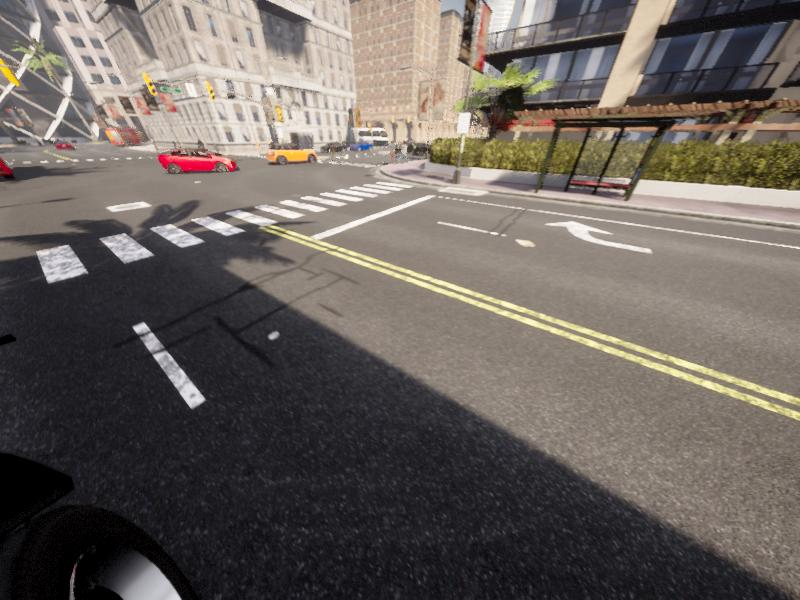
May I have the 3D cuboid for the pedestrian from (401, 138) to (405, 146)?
[{"bbox_3d":[0.941,-44.953,65.903,0.751,1.860,0.751,25,42,30],"label":"pedestrian"}]

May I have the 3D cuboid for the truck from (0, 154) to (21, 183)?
[{"bbox_3d":[-26.153,-9.111,13.211,8.468,3.827,2.891,22,41,28],"label":"truck"}]

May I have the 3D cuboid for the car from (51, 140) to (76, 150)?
[{"bbox_3d":[-59.955,-27.633,41.207,4.181,1.385,1.994,27,43,33],"label":"car"}]

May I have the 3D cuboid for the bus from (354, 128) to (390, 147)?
[{"bbox_3d":[-8.203,-47.706,67.673,10.273,4.253,3.944,22,40,27],"label":"bus"}]

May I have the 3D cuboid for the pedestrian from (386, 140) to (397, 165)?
[{"bbox_3d":[-0.743,-13.385,20.927,0.751,1.860,0.751,17,39,22],"label":"pedestrian"}]

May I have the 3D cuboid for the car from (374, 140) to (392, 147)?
[{"bbox_3d":[-4.714,-42.678,62.955,4.514,1.525,2.007,22,40,27],"label":"car"}]

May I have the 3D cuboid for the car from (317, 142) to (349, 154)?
[{"bbox_3d":[-10.928,-25.021,37.917,1.837,1.490,4.892,22,41,27],"label":"car"}]

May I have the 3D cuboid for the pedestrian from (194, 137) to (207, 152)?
[{"bbox_3d":[-30.695,-23.960,35.583,0.751,1.860,0.751,23,41,29],"label":"pedestrian"}]

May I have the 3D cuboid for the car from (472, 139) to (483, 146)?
[{"bbox_3d":[25.643,-52.113,76.335,1.905,1.878,3.866,22,41,27],"label":"car"}]

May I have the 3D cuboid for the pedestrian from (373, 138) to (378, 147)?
[{"bbox_3d":[-6.186,-39.409,57.715,0.751,1.860,0.751,16,38,21],"label":"pedestrian"}]

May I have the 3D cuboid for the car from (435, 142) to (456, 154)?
[{"bbox_3d":[7.548,-25.200,38.268,1.851,1.617,3.988,22,40,27],"label":"car"}]

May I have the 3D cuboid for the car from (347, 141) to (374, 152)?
[{"bbox_3d":[-7.085,-28.242,42.481,1.882,1.535,5.008,22,40,27],"label":"car"}]

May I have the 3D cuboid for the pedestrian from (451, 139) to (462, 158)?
[{"bbox_3d":[6.790,-18.200,27.824,0.751,1.860,0.751,22,41,28],"label":"pedestrian"}]

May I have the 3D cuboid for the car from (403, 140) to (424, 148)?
[{"bbox_3d":[3.532,-41.893,61.831,5.238,1.638,1.930,22,40,27],"label":"car"}]

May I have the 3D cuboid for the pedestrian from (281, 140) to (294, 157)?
[{"bbox_3d":[-14.238,-19.184,29.260,0.751,1.860,0.751,24,41,29],"label":"pedestrian"}]

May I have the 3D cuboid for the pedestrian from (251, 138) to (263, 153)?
[{"bbox_3d":[-20.763,-22.466,33.573,0.751,1.860,0.751,-2,35,-3],"label":"pedestrian"}]

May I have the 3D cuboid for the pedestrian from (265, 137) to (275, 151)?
[{"bbox_3d":[-21.971,-26.374,39.094,0.751,1.860,0.751,22,41,28],"label":"pedestrian"}]

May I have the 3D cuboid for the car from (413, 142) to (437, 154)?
[{"bbox_3d":[4.277,-26.014,39.455,2.007,1.525,4.514,22,41,27],"label":"car"}]

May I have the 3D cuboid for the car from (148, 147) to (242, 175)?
[{"bbox_3d":[-14.491,-10.106,16.735,4.514,1.525,2.007,-10,37,-15],"label":"car"}]

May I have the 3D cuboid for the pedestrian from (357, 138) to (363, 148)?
[{"bbox_3d":[-9.172,-36.004,52.863,0.751,1.860,0.751,16,38,21],"label":"pedestrian"}]

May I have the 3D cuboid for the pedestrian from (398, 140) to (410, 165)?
[{"bbox_3d":[0.354,-13.447,21.027,0.751,1.860,0.751,-15,38,-21],"label":"pedestrian"}]

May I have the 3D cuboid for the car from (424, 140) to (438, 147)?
[{"bbox_3d":[8.810,-44.639,65.864,3.633,1.501,1.845,22,40,27],"label":"car"}]

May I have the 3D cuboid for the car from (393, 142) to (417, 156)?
[{"bbox_3d":[0.780,-23.101,35.271,1.789,1.549,3.705,22,41,27],"label":"car"}]

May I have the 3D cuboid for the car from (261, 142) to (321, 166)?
[{"bbox_3d":[-10.480,-14.314,22.504,2.097,1.767,4.553,29,44,34],"label":"car"}]

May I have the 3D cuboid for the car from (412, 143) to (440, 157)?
[{"bbox_3d":[3.940,-22.148,34.007,1.837,1.490,4.892,22,41,27],"label":"car"}]

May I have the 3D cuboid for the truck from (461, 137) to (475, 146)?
[{"bbox_3d":[23.148,-53.840,78.231,2.627,2.467,5.204,22,41,27],"label":"truck"}]

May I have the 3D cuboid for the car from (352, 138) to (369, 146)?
[{"bbox_3d":[-11.333,-45.448,66.503,4.605,1.855,1.932,21,40,27],"label":"car"}]

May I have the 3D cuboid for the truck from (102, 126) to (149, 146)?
[{"bbox_3d":[-68.083,-40.763,57.584,2.891,3.827,8.468,-9,36,-13],"label":"truck"}]

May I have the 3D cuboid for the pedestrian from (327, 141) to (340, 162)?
[{"bbox_3d":[-6.982,-15.577,24.229,0.751,1.860,0.751,-29,45,-35],"label":"pedestrian"}]

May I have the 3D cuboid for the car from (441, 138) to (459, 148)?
[{"bbox_3d":[13.400,-41.969,61.697,2.150,2.045,5.566,22,41,27],"label":"car"}]
